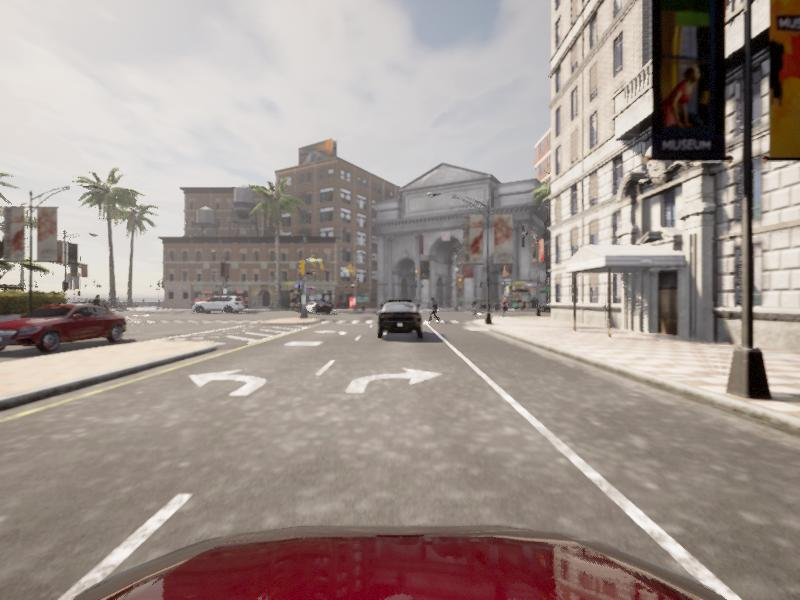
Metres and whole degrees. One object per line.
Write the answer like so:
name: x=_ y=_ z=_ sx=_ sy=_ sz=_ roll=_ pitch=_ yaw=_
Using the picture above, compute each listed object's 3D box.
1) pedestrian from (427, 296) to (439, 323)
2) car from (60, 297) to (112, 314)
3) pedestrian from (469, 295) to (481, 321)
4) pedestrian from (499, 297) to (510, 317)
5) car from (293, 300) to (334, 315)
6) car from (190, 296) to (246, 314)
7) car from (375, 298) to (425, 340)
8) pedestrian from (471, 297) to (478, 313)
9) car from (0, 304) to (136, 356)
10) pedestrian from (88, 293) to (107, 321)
pedestrian: x=2.272 y=0.630 z=27.515 sx=0.751 sy=1.860 sz=0.751 roll=0 pitch=0 yaw=7
car: x=-36.612 y=0.643 z=46.723 sx=4.605 sy=1.855 sz=1.932 roll=1 pitch=0 yaw=0
pedestrian: x=5.509 y=0.569 z=29.485 sx=0.751 sy=1.860 sz=0.751 roll=0 pitch=0 yaw=-1
pedestrian: x=9.504 y=0.627 z=36.473 sx=0.751 sy=1.860 sz=0.751 roll=0 pitch=0 yaw=-7
car: x=-9.849 y=0.811 z=45.329 sx=4.974 sy=1.542 sz=2.038 roll=-1 pitch=0 yaw=44
car: x=-21.115 y=0.558 z=46.597 sx=5.566 sy=2.045 sz=2.150 roll=0 pitch=0 yaw=0
car: x=-0.002 y=0.766 z=18.229 sx=1.930 sy=1.638 sz=5.238 roll=0 pitch=0 yaw=0
pedestrian: x=8.726 y=0.625 z=46.811 sx=0.751 sy=1.860 sz=0.751 roll=0 pitch=0 yaw=-2
car: x=-11.501 y=0.866 z=13.733 sx=1.812 sy=1.442 sz=4.674 roll=0 pitch=0 yaw=0
pedestrian: x=-20.629 y=0.478 z=27.278 sx=0.751 sy=1.860 sz=0.751 roll=0 pitch=0 yaw=5
